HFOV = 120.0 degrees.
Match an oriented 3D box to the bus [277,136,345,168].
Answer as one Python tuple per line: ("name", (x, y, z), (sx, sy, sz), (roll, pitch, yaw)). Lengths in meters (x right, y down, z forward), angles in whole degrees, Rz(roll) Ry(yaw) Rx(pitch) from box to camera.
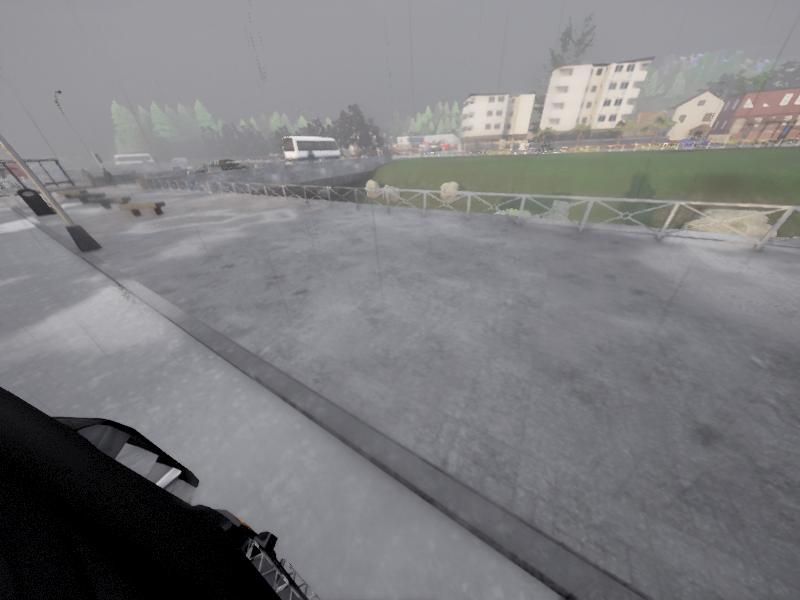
("bus", (-15.045, -25.901, 40.423), (3.944, 4.253, 10.273), (17, 37, 27))

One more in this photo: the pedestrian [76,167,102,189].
("pedestrian", (-31.472, -12.327, 23.397), (0.751, 1.860, 0.751), (20, 40, 31))

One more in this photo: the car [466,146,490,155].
("car", (18.110, -34.765, 53.639), (4.892, 1.490, 1.837), (17, 38, 27))

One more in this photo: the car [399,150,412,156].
("car", (1.796, -45.007, 70.587), (1.895, 1.301, 4.718), (16, 38, 27))

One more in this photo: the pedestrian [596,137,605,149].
("pedestrian", (40.613, -31.787, 46.762), (0.751, 1.860, 0.751), (19, 39, 29))

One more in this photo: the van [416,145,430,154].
("van", (7.965, -51.468, 78.817), (2.351, 2.431, 6.366), (16, 38, 27))

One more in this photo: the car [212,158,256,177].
("car", (-22.056, -17.786, 30.888), (1.905, 1.878, 3.866), (15, 37, 26))

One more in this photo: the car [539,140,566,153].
("car", (29.109, -29.215, 44.014), (3.866, 1.878, 1.905), (16, 38, 27))

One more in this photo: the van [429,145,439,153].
("van", (12.429, -55.606, 85.067), (2.069, 2.038, 4.480), (16, 38, 27))

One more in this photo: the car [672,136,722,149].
("car", (45.549, -24.258, 35.581), (4.193, 1.474, 1.816), (16, 38, 27))

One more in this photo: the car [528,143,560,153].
("car", (29.713, -31.406, 47.723), (5.357, 1.411, 2.033), (16, 38, 27))

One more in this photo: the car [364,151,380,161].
("car", (-6.361, -32.933, 52.796), (1.789, 1.549, 3.705), (16, 38, 27))

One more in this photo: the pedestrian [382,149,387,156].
("pedestrian", (-4.526, -43.010, 67.349), (0.751, 1.860, 0.751), (-29, 41, -33))

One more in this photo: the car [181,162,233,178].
("car", (-26.300, -17.831, 31.648), (2.128, 1.511, 4.902), (17, 38, 27))

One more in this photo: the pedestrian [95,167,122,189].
("pedestrian", (-28.288, -11.873, 22.455), (0.751, 1.860, 0.751), (19, 39, 29))
